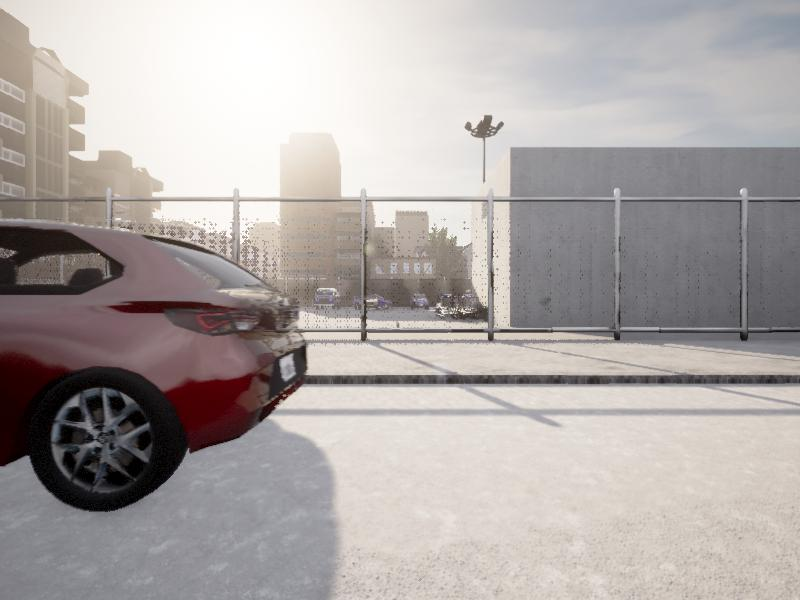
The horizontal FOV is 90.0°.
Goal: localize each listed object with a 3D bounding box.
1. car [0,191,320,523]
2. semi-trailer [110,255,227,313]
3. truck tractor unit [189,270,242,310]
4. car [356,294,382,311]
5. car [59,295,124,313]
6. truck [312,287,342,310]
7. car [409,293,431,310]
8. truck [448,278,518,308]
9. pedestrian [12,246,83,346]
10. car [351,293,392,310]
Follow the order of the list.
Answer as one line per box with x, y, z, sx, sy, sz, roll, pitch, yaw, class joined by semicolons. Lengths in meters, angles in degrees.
-2.814;0.254;2.684;4.193;1.474;1.816;0;0;0;car
-20.692;-1.217;37.497;2.717;4.402;14.254;0;0;0;semi-trailer
-20.709;-1.119;45.408;3.053;4.208;6.516;0;0;0;truck tractor unit
-2.827;0.218;37.564;2.033;1.415;5.357;0;0;0;car
-24.676;0.306;32.214;1.994;1.385;4.181;0;0;0;car
-6.788;-0.094;37.725;2.069;2.038;4.478;0;0;0;truck
1.852;0.156;37.981;1.845;1.501;3.633;0;0;0;car
10.644;-0.919;52.020;8.468;3.827;2.891;0;0;0;truck
-6.903;-0.075;7.872;0.751;1.860;0.751;0;0;0;pedestrian
-2.600;0.146;37.405;3.705;1.547;1.789;0;0;0;car
